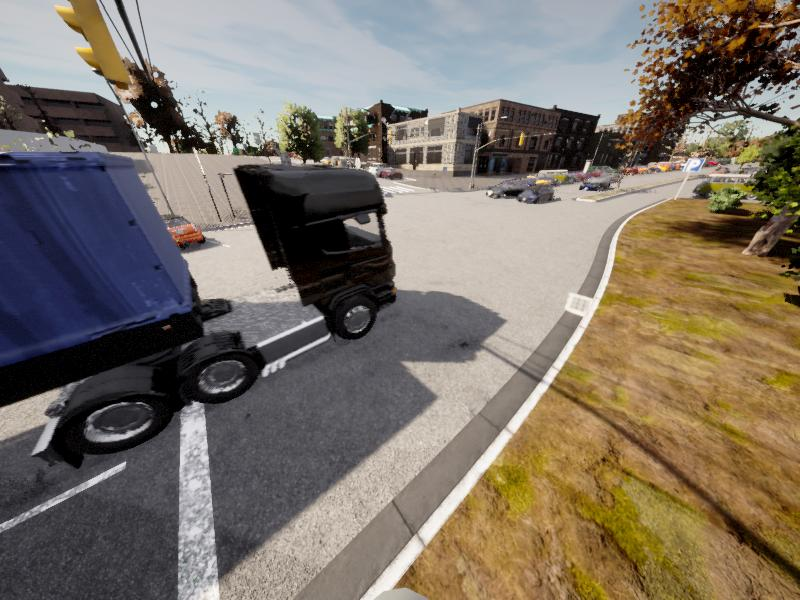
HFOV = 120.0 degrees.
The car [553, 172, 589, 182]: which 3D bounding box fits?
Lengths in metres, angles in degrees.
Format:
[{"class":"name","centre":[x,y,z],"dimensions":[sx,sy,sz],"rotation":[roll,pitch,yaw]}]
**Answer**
[{"class":"car","centre":[29.144,-21.005,39.471],"dimensions":[4.674,1.452,2.002],"rotation":[19,37,32]}]

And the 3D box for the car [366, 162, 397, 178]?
[{"class":"car","centre":[-3.124,-22.424,39.795],"dimensions":[2.435,2.045,5.566],"rotation":[21,37,23]}]

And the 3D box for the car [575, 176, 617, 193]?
[{"class":"car","centre":[24.462,-14.496,28.815],"dimensions":[4.792,1.488,2.163],"rotation":[-20,36,-28]}]

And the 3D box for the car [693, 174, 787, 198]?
[{"class":"car","centre":[33.092,-11.306,22.797],"dimensions":[4.553,1.767,2.185],"rotation":[20,37,31]}]

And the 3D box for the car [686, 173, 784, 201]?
[{"class":"car","centre":[30.571,-10.506,21.390],"dimensions":[4.442,1.987,1.878],"rotation":[20,38,31]}]

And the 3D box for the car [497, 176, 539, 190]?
[{"class":"car","centre":[16.543,-16.502,32.563],"dimensions":[4.792,1.488,2.163],"rotation":[18,36,31]}]

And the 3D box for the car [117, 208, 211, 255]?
[{"class":"car","centre":[-13.789,-4.164,13.541],"dimensions":[4.553,1.767,2.185],"rotation":[15,35,27]}]

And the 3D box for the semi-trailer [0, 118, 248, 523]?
[{"class":"semi-trailer","centre":[-9.460,1.974,0.586],"dimensions":[14.254,4.402,2.717],"rotation":[-24,38,-32]}]

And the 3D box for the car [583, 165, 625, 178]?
[{"class":"car","centre":[39.365,-24.796,44.732],"dimensions":[5.566,2.045,2.435],"rotation":[20,37,33]}]

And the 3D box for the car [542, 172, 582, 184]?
[{"class":"car","centre":[26.611,-20.140,38.075],"dimensions":[4.892,1.521,2.231],"rotation":[19,36,32]}]

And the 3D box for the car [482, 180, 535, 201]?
[{"class":"car","centre":[11.702,-11.906,24.999],"dimensions":[4.902,1.511,2.128],"rotation":[-13,34,-20]}]

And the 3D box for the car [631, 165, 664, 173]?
[{"class":"car","centre":[57.558,-30.497,53.847],"dimensions":[5.008,1.535,2.097],"rotation":[22,37,35]}]

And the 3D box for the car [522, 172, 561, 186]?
[{"class":"car","centre":[21.562,-18.424,35.211],"dimensions":[4.553,1.767,2.185],"rotation":[19,36,31]}]

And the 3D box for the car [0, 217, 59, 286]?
[{"class":"car","centre":[-18.453,-2.226,10.271],"dimensions":[5.566,2.045,2.435],"rotation":[15,34,27]}]

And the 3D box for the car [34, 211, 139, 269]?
[{"class":"car","centre":[-16.054,-3.211,11.856],"dimensions":[4.442,1.987,1.878],"rotation":[15,34,27]}]

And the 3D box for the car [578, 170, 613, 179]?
[{"class":"car","centre":[36.781,-23.674,43.552],"dimensions":[4.674,1.452,2.002],"rotation":[20,37,33]}]

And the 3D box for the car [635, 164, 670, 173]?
[{"class":"car","centre":[60.044,-31.365,55.174],"dimensions":[5.366,1.575,1.946],"rotation":[22,38,35]}]

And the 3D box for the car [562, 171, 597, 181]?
[{"class":"car","centre":[31.680,-21.906,40.851],"dimensions":[4.674,1.452,2.002],"rotation":[19,36,32]}]

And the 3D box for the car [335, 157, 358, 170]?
[{"class":"car","centre":[-10.866,-27.919,47.185],"dimensions":[1.878,1.987,4.442],"rotation":[21,37,23]}]

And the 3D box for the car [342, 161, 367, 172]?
[{"class":"car","centre":[-8.914,-26.385,45.522],"dimensions":[2.231,1.521,4.892],"rotation":[21,37,23]}]

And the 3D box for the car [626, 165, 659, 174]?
[{"class":"car","centre":[54.944,-29.664,52.587],"dimensions":[4.892,1.521,2.231],"rotation":[22,38,35]}]

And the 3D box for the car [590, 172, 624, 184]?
[{"class":"car","centre":[32.863,-19.374,36.620],"dimensions":[5.357,1.411,2.033],"rotation":[-20,35,-27]}]

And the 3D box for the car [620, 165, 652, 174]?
[{"class":"car","centre":[52.328,-28.939,51.258],"dimensions":[4.553,1.767,2.185],"rotation":[21,38,34]}]

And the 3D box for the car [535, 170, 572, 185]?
[{"class":"car","centre":[24.186,-19.390,36.497],"dimensions":[4.442,1.987,1.878],"rotation":[19,36,31]}]

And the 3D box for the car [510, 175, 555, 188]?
[{"class":"car","centre":[19.246,-17.332,33.735],"dimensions":[5.366,1.575,1.946],"rotation":[18,36,31]}]

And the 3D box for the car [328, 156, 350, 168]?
[{"class":"car","centre":[-12.791,-29.317,49.059],"dimensions":[1.878,1.987,4.442],"rotation":[21,37,23]}]

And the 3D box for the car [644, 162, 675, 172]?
[{"class":"car","centre":[62.903,-32.281,56.119],"dimensions":[4.442,1.987,1.878],"rotation":[22,38,35]}]

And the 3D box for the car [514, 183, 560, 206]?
[{"class":"car","centre":[13.140,-10.184,22.155],"dimensions":[4.193,1.474,1.816],"rotation":[-21,36,-29]}]

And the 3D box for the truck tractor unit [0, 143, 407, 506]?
[{"class":"truck tractor unit","centre":[-3.341,-0.644,4.864],"dimensions":[6.516,4.208,3.053],"rotation":[-24,38,-32]}]

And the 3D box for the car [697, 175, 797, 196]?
[{"class":"car","centre":[35.730,-12.037,24.127],"dimensions":[5.366,1.575,1.946],"rotation":[21,37,31]}]

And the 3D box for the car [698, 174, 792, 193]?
[{"class":"car","centre":[37.900,-13.039,25.682],"dimensions":[5.366,1.575,1.946],"rotation":[21,38,31]}]

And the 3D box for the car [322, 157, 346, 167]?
[{"class":"car","centre":[-14.577,-30.665,51.280],"dimensions":[1.946,1.575,5.366],"rotation":[21,37,23]}]

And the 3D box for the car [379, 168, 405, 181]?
[{"class":"car","centre":[-1.231,-20.775,38.067],"dimensions":[2.002,1.452,4.674],"rotation":[21,37,23]}]

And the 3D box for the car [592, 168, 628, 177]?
[{"class":"car","centre":[41.921,-25.455,46.197],"dimensions":[5.008,1.535,2.097],"rotation":[20,37,33]}]
